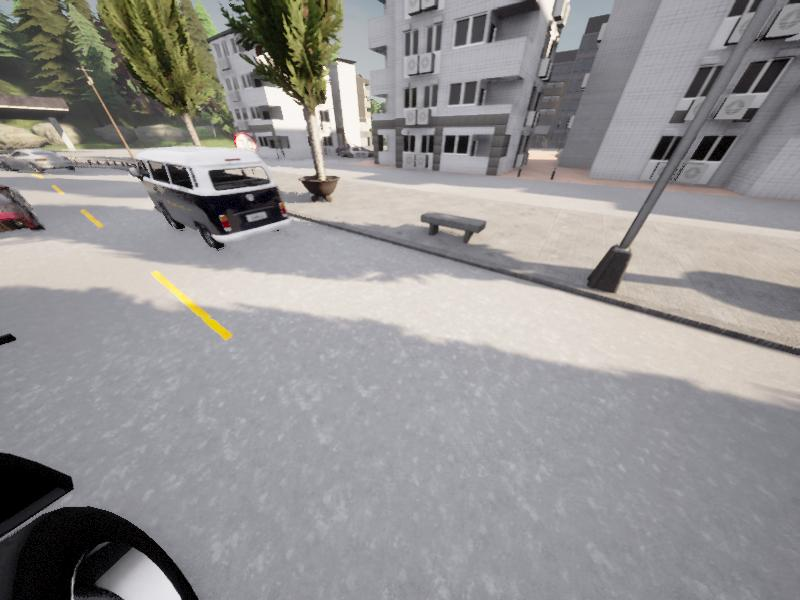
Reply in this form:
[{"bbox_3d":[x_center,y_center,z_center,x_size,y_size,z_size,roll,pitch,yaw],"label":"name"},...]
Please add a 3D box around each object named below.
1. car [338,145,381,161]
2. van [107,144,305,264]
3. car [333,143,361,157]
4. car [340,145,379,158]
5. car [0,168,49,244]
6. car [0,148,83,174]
[{"bbox_3d":[-5.173,-19.110,29.990,4.974,1.542,2.038,-15,38,-20],"label":"car"},{"bbox_3d":[-5.052,-2.853,6.153,4.480,2.038,2.069,22,41,27],"label":"van"},{"bbox_3d":[-7.263,-20.405,31.388,1.845,1.501,3.633,-29,44,-35],"label":"car"},{"bbox_3d":[-5.220,-19.226,29.881,4.536,1.218,1.853,-15,38,-20],"label":"car"},{"bbox_3d":[-11.935,-2.581,6.292,4.181,1.385,1.994,23,41,28],"label":"car"},{"bbox_3d":[-26.686,-10.195,16.921,4.674,1.442,1.812,7,35,10],"label":"car"}]
